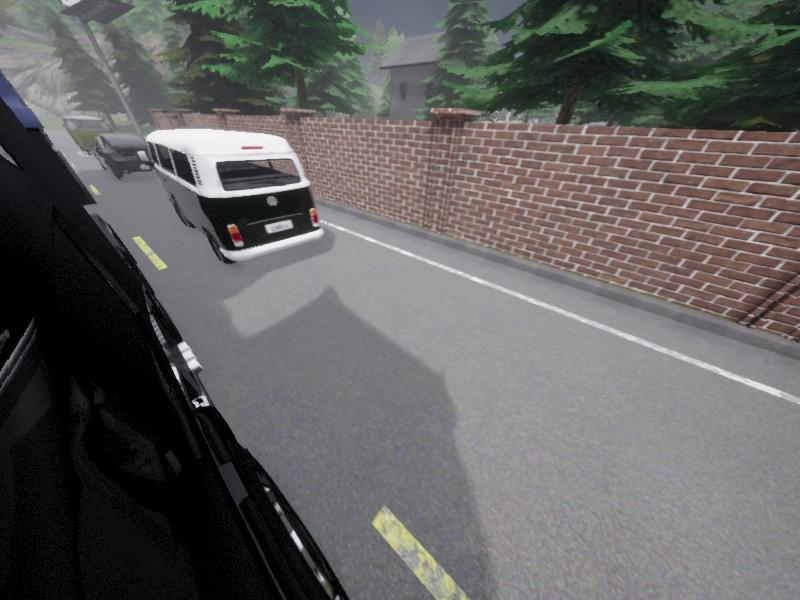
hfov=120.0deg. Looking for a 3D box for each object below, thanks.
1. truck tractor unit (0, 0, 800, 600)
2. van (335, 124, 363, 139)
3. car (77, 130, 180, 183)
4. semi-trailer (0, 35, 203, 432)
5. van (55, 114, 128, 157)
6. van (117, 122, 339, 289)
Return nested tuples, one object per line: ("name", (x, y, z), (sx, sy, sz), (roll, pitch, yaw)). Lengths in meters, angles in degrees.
("truck tractor unit", (-2.645, -0.295, 0.351), (6.516, 4.208, 3.053), (28, 44, 30))
("van", (-9.030, -30.236, 41.446), (2.069, 2.038, 4.480), (26, 43, 28))
("car", (-12.281, -6.596, 10.423), (4.892, 1.490, 1.837), (27, 43, 28))
("semi-trailer", (-8.763, -3.563, 4.160), (14.254, 4.402, 2.717), (27, 43, 29))
("van", (-20.257, -10.849, 15.170), (4.442, 1.987, 1.775), (27, 43, 29))
("van", (-3.630, -2.385, 4.908), (4.480, 2.038, 2.069), (30, 45, 31))
